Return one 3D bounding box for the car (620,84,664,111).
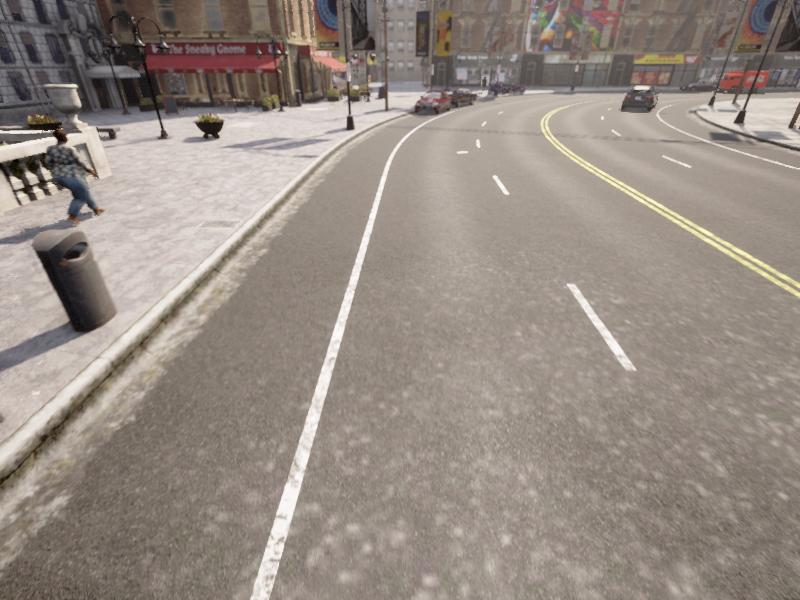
[{"bbox_3d":[19.775,-16.561,32.653,2.242,1.667,4.611,19,35,29],"label":"car"}]

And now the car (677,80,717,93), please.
[{"bbox_3d":[39.843,-28.730,53.728,3.806,1.475,1.970,-5,31,-8],"label":"car"}]

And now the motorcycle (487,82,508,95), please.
[{"bbox_3d":[11.319,-24.463,46.287,2.209,1.251,0.867,6,31,10],"label":"motorcycle"}]

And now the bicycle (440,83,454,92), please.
[{"bbox_3d":[6.052,-27.437,51.627,1.643,1.024,0.373,1,20,1],"label":"bicycle"}]

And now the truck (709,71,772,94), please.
[{"bbox_3d":[43.086,-27.600,50.723,5.204,2.467,2.627,-3,30,-5],"label":"truck"}]

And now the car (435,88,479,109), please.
[{"bbox_3d":[4.968,-17.556,34.725,1.895,1.301,4.718,17,35,27],"label":"car"}]

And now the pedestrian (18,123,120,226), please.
[{"bbox_3d":[-6.686,-2.560,8.189,0.751,1.860,0.751,6,31,10],"label":"pedestrian"}]

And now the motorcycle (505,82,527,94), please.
[{"bbox_3d":[13.838,-25.347,47.799,2.356,1.277,0.764,6,31,10],"label":"motorcycle"}]

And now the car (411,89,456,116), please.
[{"bbox_3d":[2.612,-14.984,30.178,2.002,1.452,4.674,11,32,19],"label":"car"}]

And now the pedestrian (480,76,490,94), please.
[{"bbox_3d":[10.028,-25.385,47.212,0.751,1.860,0.751,20,36,31],"label":"pedestrian"}]

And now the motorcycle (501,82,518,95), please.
[{"bbox_3d":[12.876,-24.853,47.011,1.805,1.236,0.856,6,31,10],"label":"motorcycle"}]
